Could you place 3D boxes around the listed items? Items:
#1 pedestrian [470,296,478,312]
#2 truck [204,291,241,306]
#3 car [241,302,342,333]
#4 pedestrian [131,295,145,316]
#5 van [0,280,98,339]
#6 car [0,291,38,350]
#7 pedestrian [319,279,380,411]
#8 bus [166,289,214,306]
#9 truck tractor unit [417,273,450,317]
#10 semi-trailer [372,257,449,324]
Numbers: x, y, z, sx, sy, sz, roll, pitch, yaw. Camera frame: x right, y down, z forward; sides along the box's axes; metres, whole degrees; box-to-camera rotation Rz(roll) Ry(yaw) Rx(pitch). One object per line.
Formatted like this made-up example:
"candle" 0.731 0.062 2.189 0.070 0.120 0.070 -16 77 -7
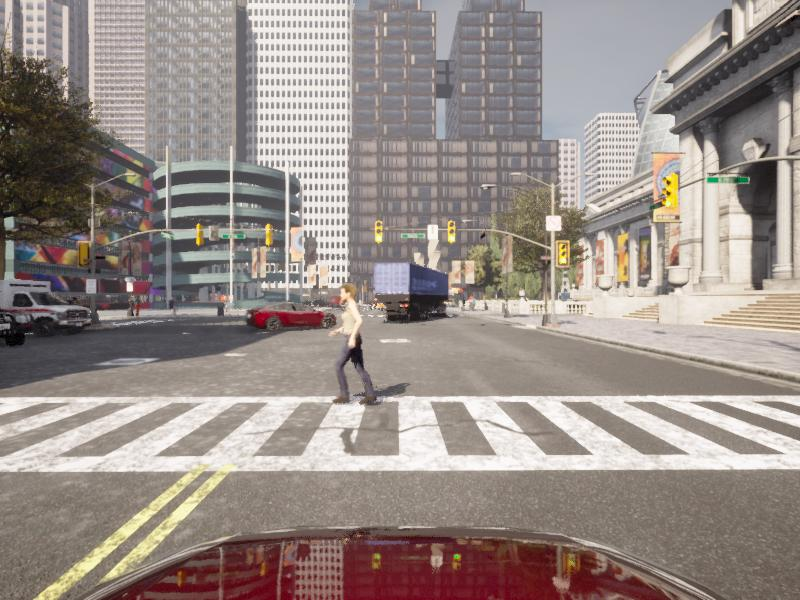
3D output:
"pedestrian" 9.014 0.485 48.756 0.751 1.860 0.751 0 0 0
"truck" -47.228 -0.325 106.559 8.468 3.827 2.891 0 0 -1
"car" -5.760 0.851 21.505 4.792 1.488 2.163 0 0 -39
"pedestrian" -23.321 0.485 35.583 0.751 1.860 0.751 0 0 11
"van" -17.339 0.378 17.549 6.366 2.431 2.351 0 0 -2
"car" -14.760 0.654 13.166 4.605 1.855 1.932 0 0 13
"pedestrian" -0.743 0.637 6.064 0.751 1.860 0.751 0 0 8
"bus" -53.897 -0.539 103.114 10.273 4.253 3.944 0 0 -1
"truck tractor unit" 3.346 -0.524 41.400 3.053 4.208 6.516 0 0 2
"semi-trailer" 1.515 -0.625 33.754 2.717 4.402 14.254 1 0 17
